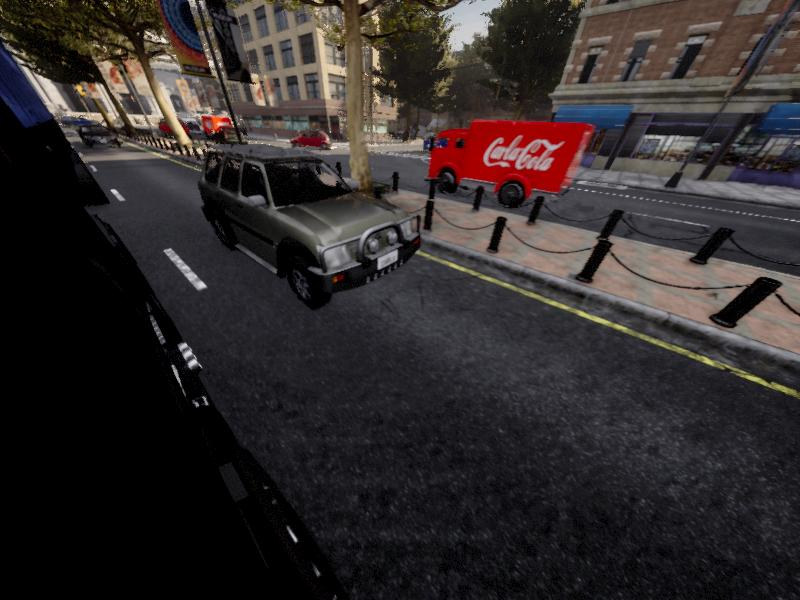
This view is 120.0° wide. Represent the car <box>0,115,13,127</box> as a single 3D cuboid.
[{"bbox_3d":[-65.229,-28.305,36.353,1.816,1.474,4.193,28,44,30],"label":"car"}]

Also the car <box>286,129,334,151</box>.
[{"bbox_3d":[-8.928,-16.166,23.341,3.988,1.617,1.851,0,37,-4],"label":"car"}]

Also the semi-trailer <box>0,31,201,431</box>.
[{"bbox_3d":[-8.643,-3.633,4.294,14.254,4.402,2.717,29,44,31],"label":"semi-trailer"}]

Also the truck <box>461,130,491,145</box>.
[{"bbox_3d":[15.318,-33.038,46.849,2.390,2.098,6.274,-9,38,-16],"label":"truck"}]

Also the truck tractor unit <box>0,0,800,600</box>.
[{"bbox_3d":[-2.645,-0.295,0.351,6.516,4.208,3.053,28,44,30],"label":"truck tractor unit"}]

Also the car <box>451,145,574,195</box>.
[{"bbox_3d":[5.365,-6.734,11.656,4.974,1.542,2.038,30,44,31],"label":"car"}]

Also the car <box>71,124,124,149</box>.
[{"bbox_3d":[-25.003,-13.563,19.067,4.674,1.442,1.812,27,43,29],"label":"car"}]

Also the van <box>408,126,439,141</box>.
[{"bbox_3d":[5.117,-36.764,50.951,6.366,2.431,2.351,28,44,30],"label":"van"}]

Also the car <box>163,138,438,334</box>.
[{"bbox_3d":[-1.913,-1.661,4.175,4.605,1.855,1.932,28,44,30],"label":"car"}]

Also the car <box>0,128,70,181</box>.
[{"bbox_3d":[-16.431,-6.415,9.993,4.892,1.490,1.837,28,44,30],"label":"car"}]

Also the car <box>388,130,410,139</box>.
[{"bbox_3d":[-0.290,-39.230,54.689,4.902,1.511,2.128,28,44,30],"label":"car"}]

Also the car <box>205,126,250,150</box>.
[{"bbox_3d":[-16.291,-15.361,21.838,3.988,1.617,1.851,28,44,30],"label":"car"}]

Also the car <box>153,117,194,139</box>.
[{"bbox_3d":[-30.018,-22.770,30.553,5.566,2.045,2.150,28,44,30],"label":"car"}]

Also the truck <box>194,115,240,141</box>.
[{"bbox_3d":[-23.827,-22.397,30.085,5.204,2.467,2.627,29,44,29],"label":"truck"}]

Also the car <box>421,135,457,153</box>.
[{"bbox_3d":[4.597,-18.256,26.976,1.882,1.535,5.008,25,42,27],"label":"car"}]

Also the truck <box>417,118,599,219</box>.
[{"bbox_3d":[3.634,-5.217,8.749,5.204,2.467,2.627,28,44,30],"label":"truck"}]

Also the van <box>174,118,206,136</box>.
[{"bbox_3d":[-32.744,-26.930,35.949,4.480,2.038,2.069,28,44,30],"label":"van"}]

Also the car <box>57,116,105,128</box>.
[{"bbox_3d":[-58.762,-32.818,42.616,2.033,1.649,4.856,28,44,30],"label":"car"}]
